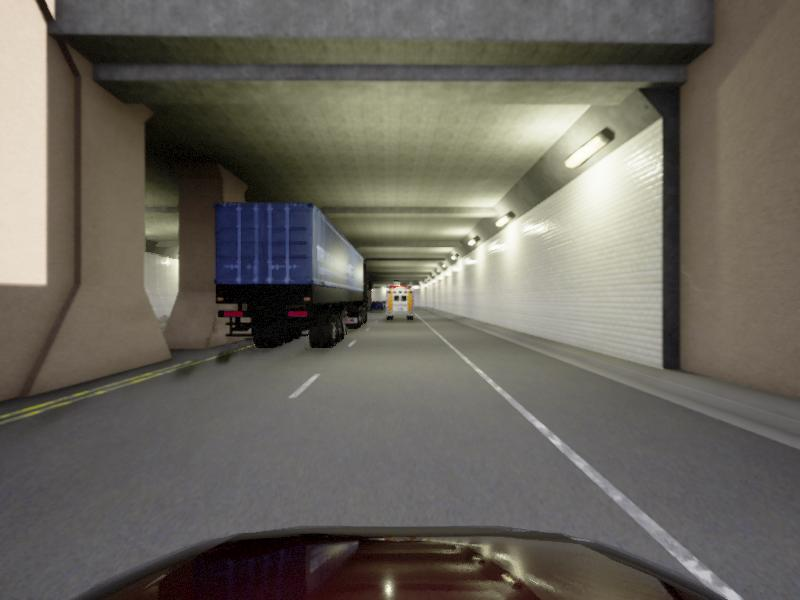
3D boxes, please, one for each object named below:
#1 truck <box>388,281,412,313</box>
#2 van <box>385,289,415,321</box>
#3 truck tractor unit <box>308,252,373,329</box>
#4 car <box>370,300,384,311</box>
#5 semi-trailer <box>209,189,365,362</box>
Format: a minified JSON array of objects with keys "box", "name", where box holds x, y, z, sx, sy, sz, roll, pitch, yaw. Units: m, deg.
[{"box":[0.031,-0.305,52.184,2.891,3.827,8.468,0,0,0],"name":"truck"},{"box":[0.016,0.391,34.318,2.351,2.431,6.366,0,0,0],"name":"van"},{"box":[-3.493,-0.508,25.188,3.053,4.208,6.516,0,0,0],"name":"truck tractor unit"},{"box":[-3.472,0.845,61.626,1.882,1.535,5.008,0,0,0],"name":"car"},{"box":[-3.490,-0.611,17.272,2.717,4.402,14.254,0,0,0],"name":"semi-trailer"}]
